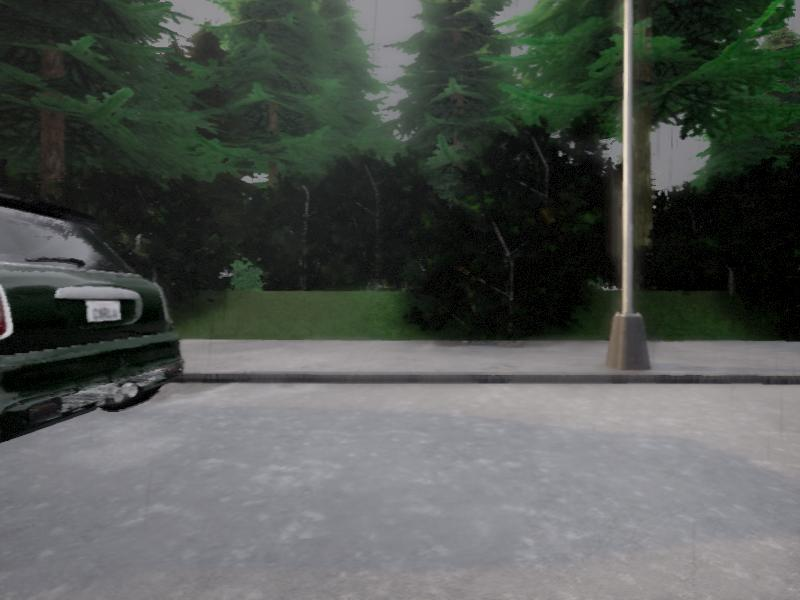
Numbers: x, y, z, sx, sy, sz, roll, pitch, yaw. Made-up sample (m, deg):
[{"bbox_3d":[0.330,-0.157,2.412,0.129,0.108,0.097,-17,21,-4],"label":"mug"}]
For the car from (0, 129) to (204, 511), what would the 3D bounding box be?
[{"bbox_3d":[-4.123,0.087,2.714,4.553,1.767,2.097,0,0,0],"label":"car"}]
